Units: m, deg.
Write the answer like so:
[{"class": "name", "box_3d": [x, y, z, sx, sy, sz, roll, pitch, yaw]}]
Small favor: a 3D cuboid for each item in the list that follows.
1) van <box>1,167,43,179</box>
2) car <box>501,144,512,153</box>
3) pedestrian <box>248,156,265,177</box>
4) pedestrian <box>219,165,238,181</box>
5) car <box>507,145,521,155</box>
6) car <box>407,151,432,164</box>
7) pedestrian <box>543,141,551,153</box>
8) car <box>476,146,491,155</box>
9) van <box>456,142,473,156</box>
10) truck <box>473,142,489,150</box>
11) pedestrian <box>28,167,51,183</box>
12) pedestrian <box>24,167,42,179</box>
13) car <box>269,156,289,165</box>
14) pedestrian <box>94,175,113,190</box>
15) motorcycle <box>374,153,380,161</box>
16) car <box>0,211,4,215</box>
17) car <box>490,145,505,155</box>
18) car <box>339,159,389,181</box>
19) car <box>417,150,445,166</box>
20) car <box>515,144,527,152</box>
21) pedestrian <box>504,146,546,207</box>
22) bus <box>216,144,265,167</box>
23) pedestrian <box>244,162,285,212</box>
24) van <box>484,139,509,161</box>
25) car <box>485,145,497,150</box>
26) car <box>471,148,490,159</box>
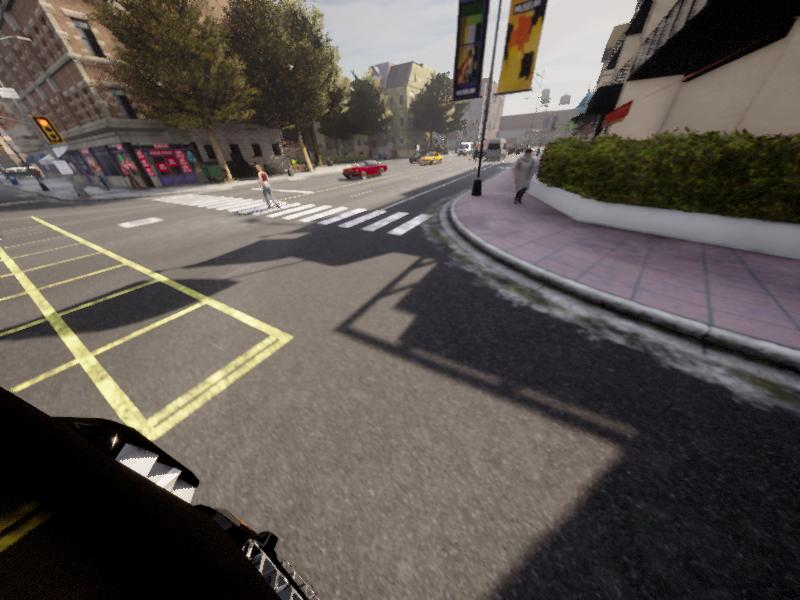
[{"class": "van", "box_3d": [-85.498, -28.855, 52.376, 2.069, 2.038, 4.480, 18, 39, 28]}, {"class": "car", "box_3d": [27.214, -38.703, 59.017, 1.851, 1.617, 3.988, 15, 38, 26]}, {"class": "pedestrian", "box_3d": [-15.101, -14.028, 24.351, 0.751, 1.860, 0.751, 12, 36, 21]}, {"class": "pedestrian", "box_3d": [-16.447, -12.201, 22.199, 0.751, 1.300, 0.751, 11, 36, 20]}, {"class": "car", "box_3d": [23.791, -31.310, 48.150, 1.816, 1.474, 4.193, 15, 38, 26]}, {"class": "car", "box_3d": [3.071, -22.133, 35.855, 1.837, 1.490, 4.892, 15, 38, 26]}, {"class": "pedestrian", "box_3d": [26.693, -27.799, 41.946, 0.751, 1.860, 0.751, 12, 36, 21]}, {"class": "car", "box_3d": [19.347, -34.656, 53.547, 2.128, 1.511, 4.902, 15, 38, 26]}, {"class": "van", "box_3d": [14.704, -34.346, 52.488, 1.988, 2.561, 5.915, 15, 38, 26]}, {"class": "truck", "box_3d": [30.947, -58.920, 88.449, 5.204, 2.467, 2.627, 16, 38, 26]}, {"class": "pedestrian", "box_3d": [-50.075, -17.350, 32.080, 0.751, 1.860, 0.751, 7, 35, 14]}, {"class": "pedestrian", "box_3d": [-66.364, -22.954, 41.814, 0.751, 1.860, 0.751, 10, 36, 19]}, {"class": "car", "box_3d": [-28.118, -32.354, 53.625, 3.988, 1.617, 1.851, 16, 38, 26]}, {"class": "pedestrian", "box_3d": [-26.071, -10.360, 20.340, 0.500, 1.100, 0.500, 17, 38, 27]}, {"class": "motorcycle", "box_3d": [-4.818, -29.785, 47.995, 0.764, 1.277, 2.356, -11, 33, 7]}, {"class": "car", "box_3d": [-24.893, -5.213, 12.295, 5.238, 1.638, 1.930, 7, 35, 14]}, {"class": "car", "box_3d": [21.268, -32.691, 50.398, 2.038, 1.542, 4.974, 16, 38, 26]}, {"class": "car", "box_3d": [-3.138, -11.864, 20.985, 1.895, 1.301, 4.718, 16, 38, 26]}, {"class": "car", "box_3d": [4.270, -19.471, 31.660, 1.801, 1.575, 5.366, 16, 38, 26]}, {"class": "car", "box_3d": [30.224, -37.769, 57.497, 1.970, 1.475, 3.806, 15, 38, 26]}, {"class": "pedestrian", "box_3d": [4.450, -4.450, 8.352, 0.751, 1.860, 0.751, 3, 34, 8]}, {"class": "bus", "box_3d": [-37.414, -33.897, 54.278, 10.273, 4.253, 3.944, 16, 38, 26]}, {"class": "pedestrian", "box_3d": [-6.001, -5.044, 10.336, 0.751, 1.860, 0.751, 16, 38, 26]}, {"class": "van", "box_3d": [14.450, -22.338, 34.337, 1.988, 2.561, 5.915, 15, 38, 26]}, {"class": "car", "box_3d": [35.294, -59.472, 89.930, 3.806, 1.475, 1.970, 16, 38, 26]}, {"class": "car", "box_3d": [13.829, -25.173, 39.620, 1.837, 1.490, 4.892, 15, 37, 26]}]
